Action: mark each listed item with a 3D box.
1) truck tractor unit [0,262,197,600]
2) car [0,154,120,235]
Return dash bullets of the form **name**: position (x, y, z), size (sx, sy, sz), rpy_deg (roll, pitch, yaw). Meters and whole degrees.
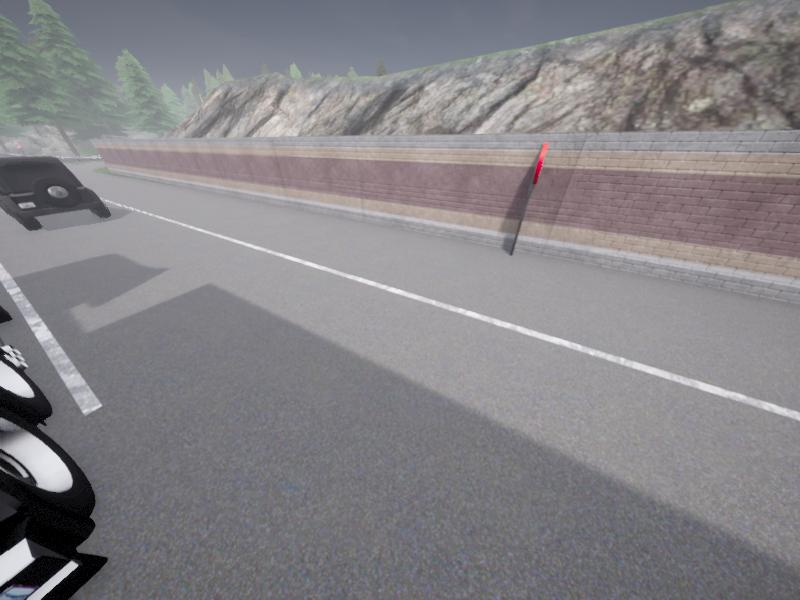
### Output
- **truck tractor unit**: position (-5.108, -0.303, 0.785), size (6.516, 4.208, 3.053), rpy_deg (18, 39, 24)
- **car**: position (-12.041, -3.700, 7.738), size (3.866, 1.878, 1.905), rpy_deg (18, 39, 24)
